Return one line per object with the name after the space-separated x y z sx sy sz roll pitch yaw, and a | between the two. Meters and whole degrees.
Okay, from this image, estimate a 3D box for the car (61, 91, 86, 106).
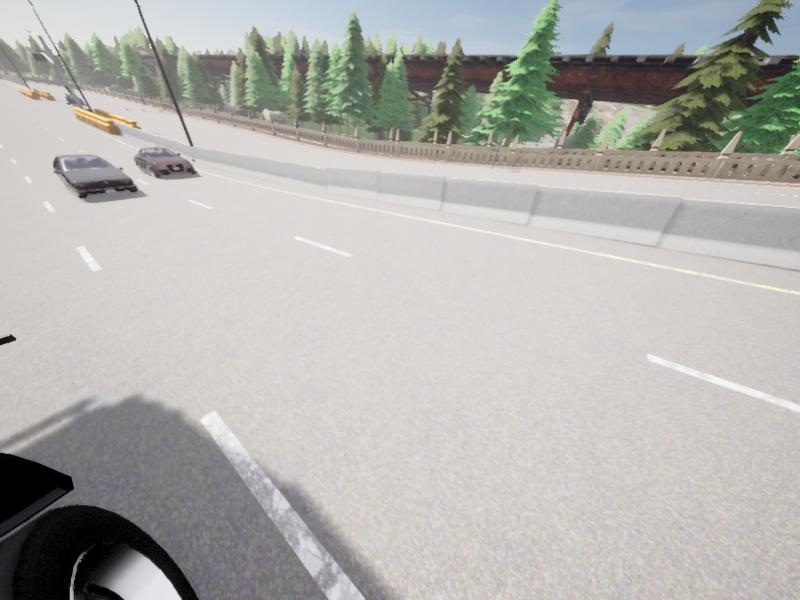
-63.953 -39.458 45.223 4.553 1.767 2.097 34 46 29 | car

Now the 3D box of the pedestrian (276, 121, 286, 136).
-19.476 -28.061 37.833 0.751 1.860 0.751 28 43 24 | pedestrian

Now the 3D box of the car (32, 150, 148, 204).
-14.066 -5.749 10.468 5.357 1.411 2.033 24 41 27 | car

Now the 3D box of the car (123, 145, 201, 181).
-14.628 -8.536 14.215 4.181 1.385 1.994 24 42 26 | car
